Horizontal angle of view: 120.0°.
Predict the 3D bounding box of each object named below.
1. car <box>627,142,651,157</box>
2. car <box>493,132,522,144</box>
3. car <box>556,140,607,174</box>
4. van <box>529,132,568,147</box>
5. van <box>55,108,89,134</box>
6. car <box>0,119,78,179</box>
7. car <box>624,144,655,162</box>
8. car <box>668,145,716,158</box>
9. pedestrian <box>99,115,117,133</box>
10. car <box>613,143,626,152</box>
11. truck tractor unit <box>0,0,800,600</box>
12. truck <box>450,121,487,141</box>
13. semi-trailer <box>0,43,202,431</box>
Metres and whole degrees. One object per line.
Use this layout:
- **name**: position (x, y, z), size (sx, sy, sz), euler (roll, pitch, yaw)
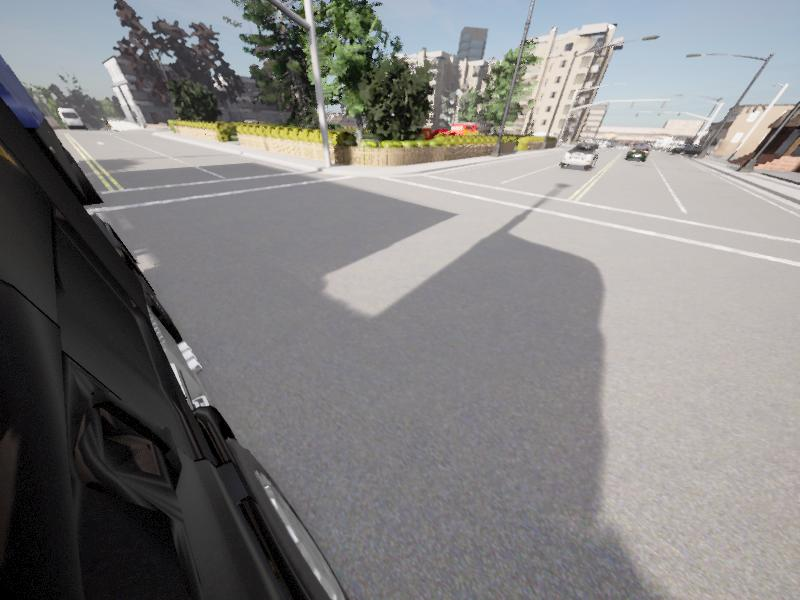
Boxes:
- **car**: position (36.405, -22.958, 35.221), size (1.851, 1.617, 3.988), euler (28, 44, 30)
- **car**: position (25.487, -38.584, 54.985), size (5.566, 2.045, 2.150), euler (29, 44, 31)
- **car**: position (14.121, -11.182, 17.883), size (1.932, 1.855, 4.605), euler (29, 44, 30)
- **van**: position (32.259, -34.995, 50.306), size (6.366, 2.431, 2.351), euler (29, 44, 31)
- **van**: position (-53.477, -29.149, 37.791), size (5.915, 2.561, 1.988), euler (21, 40, 35)
- **car**: position (-16.256, -6.583, 9.886), size (4.553, 1.767, 2.097), euler (28, 44, 30)
- **car**: position (29.500, -18.235, 28.549), size (2.038, 1.542, 4.974), euler (28, 44, 30)
- **car**: position (49.042, -25.062, 38.971), size (4.674, 1.442, 1.812), euler (16, 39, 15)
- **pedestrian**: position (-38.377, -23.094, 30.380), size (0.751, 1.860, 0.751), euler (32, 46, 33)
- **car**: position (55.085, -38.351, 58.073), size (1.812, 1.442, 4.674), euler (28, 38, 30)
- **truck tractor unit**: position (-2.645, -0.295, 0.351), size (6.516, 4.208, 3.053), euler (28, 44, 30)
- **truck**: position (17.561, -43.760, 59.888), size (8.468, 3.827, 2.891), euler (30, 45, 31)
- **semi-trailer**: position (-8.700, -3.609, 4.220), size (14.254, 4.402, 2.717), euler (28, 44, 30)
